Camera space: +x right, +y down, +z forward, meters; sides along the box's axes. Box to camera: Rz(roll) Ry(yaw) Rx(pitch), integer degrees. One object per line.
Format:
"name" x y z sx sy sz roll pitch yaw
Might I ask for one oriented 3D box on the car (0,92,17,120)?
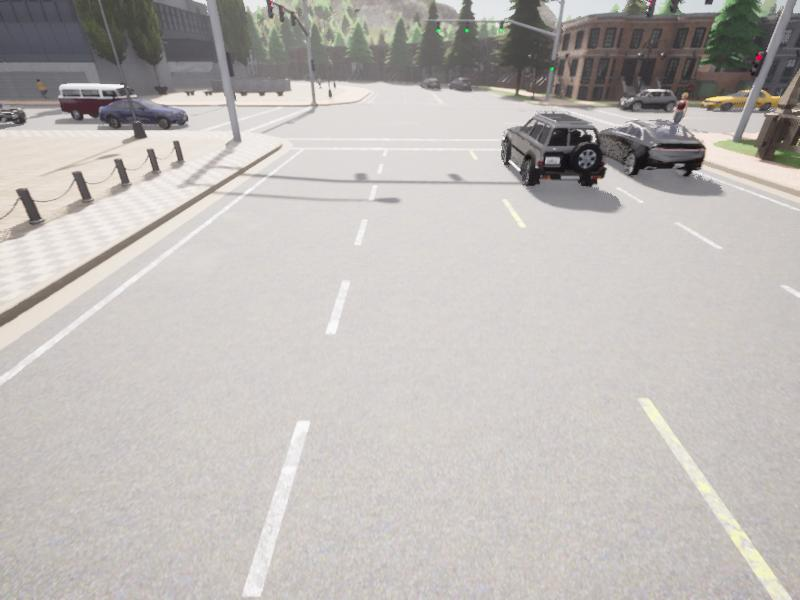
"car" -28.451 -12.569 25.936 5.008 1.535 1.882 1 30 1

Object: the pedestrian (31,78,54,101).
"pedestrian" -33.383 -19.646 37.362 0.751 1.860 0.751 8 31 13

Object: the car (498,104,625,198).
"car" 4.556 -4.745 12.265 1.932 1.855 4.605 0 31 0

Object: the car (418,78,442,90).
"car" 4.495 -32.412 59.961 2.163 1.488 4.792 -7 31 -13

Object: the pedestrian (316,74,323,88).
"pedestrian" -11.854 -32.188 58.839 0.751 1.860 0.751 -2 30 -3

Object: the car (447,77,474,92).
"car" 8.635 -31.079 57.628 2.242 1.667 4.611 -6 31 -10

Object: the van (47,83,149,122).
"van" -19.165 -12.666 25.614 4.480 2.038 2.069 1 30 1

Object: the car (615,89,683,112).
"car" 19.201 -15.475 31.020 3.806 1.475 1.970 1 30 1

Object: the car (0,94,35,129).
"car" -24.531 -10.789 22.812 5.027 1.651 2.152 1 30 1

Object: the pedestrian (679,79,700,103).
"pedestrian" 26.281 -18.984 36.299 0.751 1.860 0.751 -5 31 -8

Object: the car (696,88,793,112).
"car" 26.406 -15.427 30.844 5.366 1.575 1.801 1 30 1

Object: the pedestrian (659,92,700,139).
"pedestrian" 12.633 -8.364 18.124 0.751 1.860 0.751 -11 32 -18

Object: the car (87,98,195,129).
"car" -14.517 -10.557 22.605 4.674 1.442 1.812 1 30 2

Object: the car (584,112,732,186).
"car" 8.238 -5.267 13.519 2.128 1.511 4.902 2 30 4
